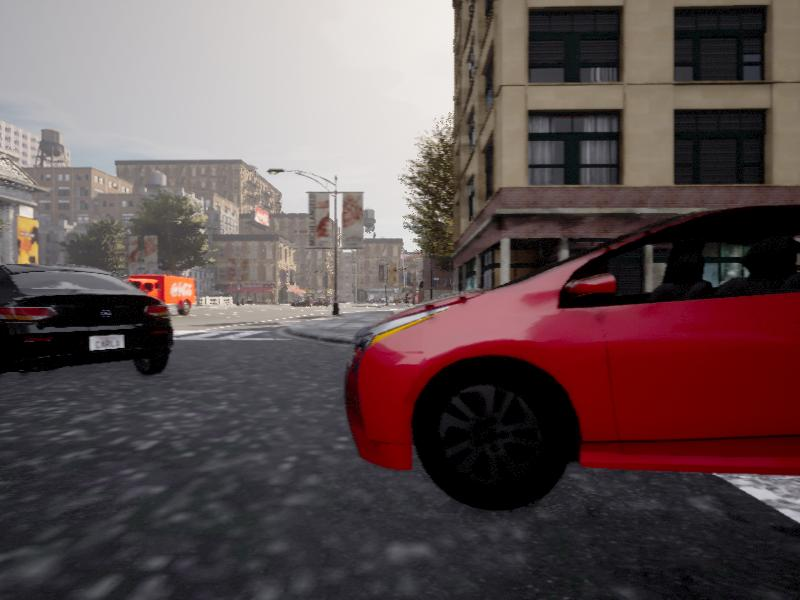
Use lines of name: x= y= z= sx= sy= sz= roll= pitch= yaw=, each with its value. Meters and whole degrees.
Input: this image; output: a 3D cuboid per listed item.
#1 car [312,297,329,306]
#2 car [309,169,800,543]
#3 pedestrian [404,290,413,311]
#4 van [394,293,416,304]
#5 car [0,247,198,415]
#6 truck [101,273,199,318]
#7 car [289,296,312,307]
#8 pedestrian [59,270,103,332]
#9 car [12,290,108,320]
car: x=-13.586 y=0.274 z=68.698 sx=1.970 sy=1.475 sz=3.806 roll=0 pitch=0 yaw=2
car: x=1.930 y=0.229 z=2.609 sx=4.514 sy=1.525 sz=2.007 roll=0 pitch=0 yaw=6
pedestrian: x=0.717 y=0.030 z=34.958 sx=0.751 sy=1.860 sz=0.751 roll=0 pitch=0 yaw=-3
van: x=1.398 y=-0.319 z=100.820 sx=1.988 sy=2.561 sz=5.915 roll=0 pitch=0 yaw=45
car: x=-4.846 y=0.266 z=5.460 sx=4.674 sy=1.442 sz=1.812 roll=0 pitch=0 yaw=36
truck: x=-14.903 y=-0.261 z=24.348 sx=2.627 sy=2.467 sz=5.204 roll=0 pitch=0 yaw=1
car: x=-13.993 y=0.209 z=56.730 sx=2.007 sy=1.525 sz=4.514 roll=0 pitch=0 yaw=2
pedestrian: x=-9.753 y=0.029 z=12.265 sx=0.751 sy=1.860 sz=0.751 roll=0 pitch=0 yaw=1
car: x=-18.461 y=0.238 z=21.964 sx=1.970 sy=1.475 sz=3.806 roll=0 pitch=0 yaw=2
